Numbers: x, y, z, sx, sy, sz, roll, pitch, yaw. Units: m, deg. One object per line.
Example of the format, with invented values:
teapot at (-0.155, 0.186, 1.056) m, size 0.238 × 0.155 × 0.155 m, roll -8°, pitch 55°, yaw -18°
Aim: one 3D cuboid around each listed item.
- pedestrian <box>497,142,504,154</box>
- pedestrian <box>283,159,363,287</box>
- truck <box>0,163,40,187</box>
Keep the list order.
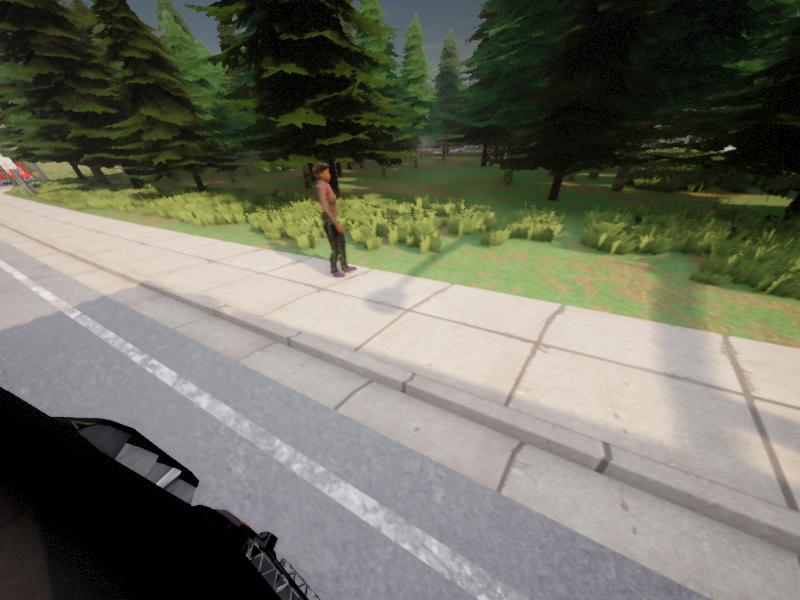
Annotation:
pedestrian at (18.866, -28.541, 43.324) m, size 0.751 × 1.860 × 0.751 m, roll 12°, pitch 37°, yaw 22°
pedestrian at (-1.149, -1.241, 3.879) m, size 0.751 × 1.860 × 0.751 m, roll -4°, pitch 34°, yaw -2°
truck at (-52.088, -16.135, 29.868) m, size 2.627 × 2.467 × 5.204 m, roll -7°, pitch 34°, yaw -6°
